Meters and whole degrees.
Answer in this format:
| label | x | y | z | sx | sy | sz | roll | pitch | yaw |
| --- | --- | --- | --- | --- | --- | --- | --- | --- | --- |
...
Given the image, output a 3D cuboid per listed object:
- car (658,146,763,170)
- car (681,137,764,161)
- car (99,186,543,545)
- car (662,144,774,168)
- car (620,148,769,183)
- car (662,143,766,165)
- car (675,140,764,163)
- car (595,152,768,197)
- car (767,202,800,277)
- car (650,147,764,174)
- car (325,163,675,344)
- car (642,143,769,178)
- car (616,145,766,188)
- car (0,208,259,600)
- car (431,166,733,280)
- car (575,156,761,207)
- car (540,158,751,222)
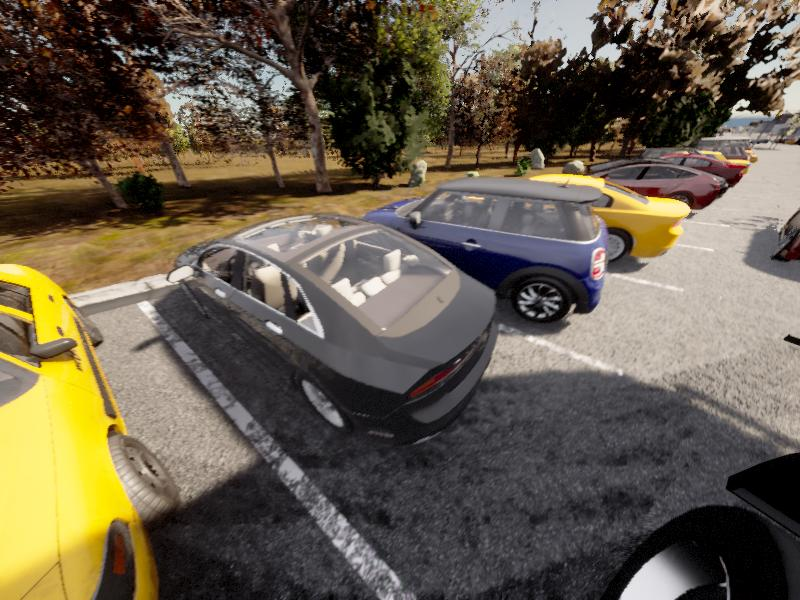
| label | x | y | z | sx | sy | sz | roll | pitch | yaw |
| --- | --- | --- | --- | --- | --- | --- | --- | --- | --- |
| car | 24.849 | -11.616 | 18.849 | 4.674 | 1.452 | 2.002 | 19 | 39 | 26 |
| car | 34.127 | -16.165 | 24.734 | 4.442 | 1.987 | 1.878 | 18 | 39 | 25 |
| car | -1.291 | -0.300 | 3.024 | 4.892 | 1.521 | 2.231 | 21 | 41 | 29 |
| car | 27.319 | -12.682 | 20.254 | 5.366 | 1.575 | 1.946 | 18 | 39 | 26 |
| car | 17.689 | -8.518 | 14.464 | 5.366 | 1.575 | 1.946 | 19 | 40 | 27 |
| car | 29.301 | -13.869 | 21.925 | 5.366 | 1.575 | 1.946 | 18 | 39 | 26 |
| car | 31.777 | -15.002 | 23.285 | 4.553 | 1.767 | 2.185 | 18 | 39 | 25 |
| car | 13.129 | -6.374 | 11.474 | 5.008 | 1.535 | 2.097 | 20 | 40 | 28 |
| car | 9.793 | -1.454 | 4.669 | 4.181 | 1.385 | 1.994 | -23 | 41 | -28 |
| car | 22.528 | -10.545 | 17.355 | 4.674 | 1.452 | 2.002 | 19 | 40 | 26 |
| car | 1.157 | -1.393 | 4.326 | 4.553 | 1.767 | 2.185 | 21 | 40 | 29 |
| car | 20.214 | -9.610 | 15.767 | 4.553 | 1.767 | 2.185 | 19 | 40 | 27 |
| car | 15.466 | -7.531 | 12.872 | 4.553 | 1.767 | 2.185 | 20 | 39 | 27 |
| car | -3.577 | 0.742 | 1.561 | 5.366 | 1.575 | 1.946 | 21 | 40 | 29 |
| car | 3.558 | -2.297 | 5.800 | 5.008 | 1.535 | 2.097 | 21 | 40 | 28 |
| car | 10.778 | -5.315 | 10.050 | 4.792 | 1.488 | 2.163 | 20 | 40 | 28 |
| car | 8.330 | -4.308 | 8.650 | 4.792 | 1.488 | 2.163 | 20 | 40 | 28 |
